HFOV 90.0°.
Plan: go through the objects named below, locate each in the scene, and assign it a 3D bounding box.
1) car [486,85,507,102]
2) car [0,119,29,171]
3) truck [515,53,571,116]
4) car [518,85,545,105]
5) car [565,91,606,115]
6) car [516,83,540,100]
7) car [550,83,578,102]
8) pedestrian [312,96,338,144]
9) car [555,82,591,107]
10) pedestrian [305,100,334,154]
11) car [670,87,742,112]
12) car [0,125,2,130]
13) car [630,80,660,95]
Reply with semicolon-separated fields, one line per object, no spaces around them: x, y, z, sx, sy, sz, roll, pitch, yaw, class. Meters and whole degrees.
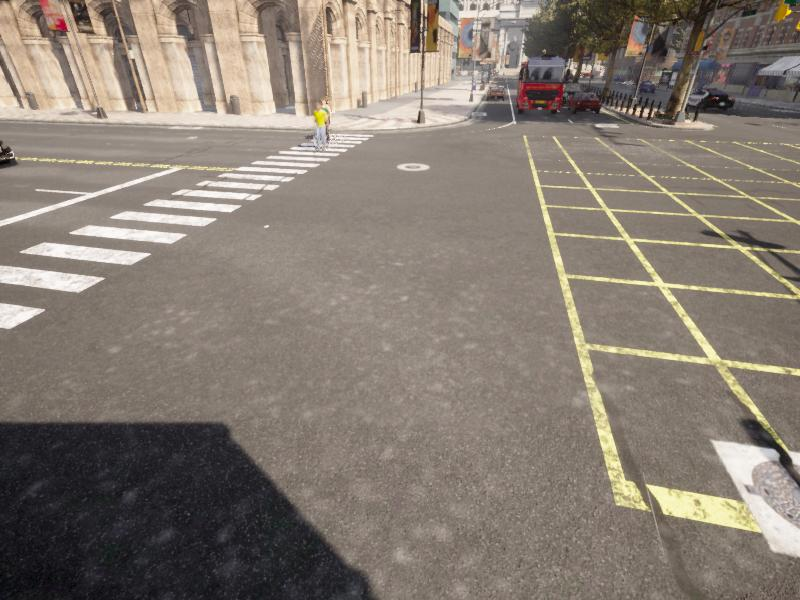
9.978;-21.411;41.402;1.895;1.301;4.718;6;31;11;car
-15.828;-5.279;13.570;4.892;1.490;1.837;6;31;11;car
10.813;-16.895;31.170;2.891;3.827;8.468;6;31;11;truck
12.493;-19.655;38.227;1.970;1.475;3.806;6;31;11;car
14.102;-15.123;30.645;1.895;1.301;4.718;6;31;11;car
13.929;-22.862;43.828;1.994;1.385;4.181;6;31;10;car
16.913;-21.521;41.426;1.970;1.475;3.806;7;31;11;car
-3.357;-8.090;17.981;0.751;1.860;0.751;8;31;14;pedestrian
15.615;-18.742;36.350;2.097;1.767;4.553;6;31;11;car
-3.150;-6.849;15.856;0.751;1.860;0.751;4;31;7;pedestrian
24.850;-16.496;32.771;2.038;1.542;4.974;1;30;1;car
-24.810;-9.965;21.445;5.238;1.638;1.930;6;31;11;car
31.195;-27.179;51.156;1.812;1.442;4.674;6;31;11;car
